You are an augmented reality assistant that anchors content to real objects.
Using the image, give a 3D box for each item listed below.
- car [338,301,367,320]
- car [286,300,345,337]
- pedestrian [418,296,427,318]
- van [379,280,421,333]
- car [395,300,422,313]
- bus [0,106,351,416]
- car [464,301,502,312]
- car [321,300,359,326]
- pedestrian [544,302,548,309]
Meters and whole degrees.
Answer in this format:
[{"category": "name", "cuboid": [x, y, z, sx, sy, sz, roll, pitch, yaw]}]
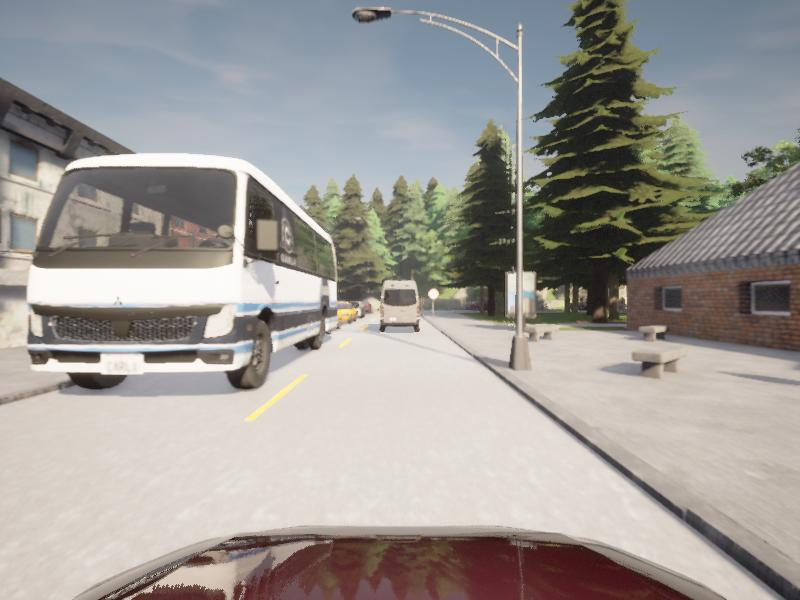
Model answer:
[{"category": "car", "cuboid": [-4.014, 0.844, 34.367, 1.970, 1.475, 3.806, 0, 0, 0]}, {"category": "car", "cuboid": [-4.007, 0.796, 19.924, 1.801, 1.575, 5.366, 0, 0, 0]}, {"category": "pedestrian", "cuboid": [1.849, 0.569, 33.229, 0.751, 1.860, 0.751, 0, 0, 6]}, {"category": "van", "cuboid": [-0.003, 0.316, 22.030, 1.988, 2.561, 5.915, 0, 0, 0]}, {"category": "car", "cuboid": [1.161, 0.811, 49.821, 1.882, 1.535, 5.008, 0, 0, 20]}, {"category": "bus", "cuboid": [-3.882, -0.536, 10.625, 3.944, 4.253, 10.273, 0, 0, 0]}, {"category": "car", "cuboid": [11.231, 0.854, 54.174, 4.674, 1.442, 1.812, 0, 0, -3]}, {"category": "car", "cuboid": [-4.010, 0.794, 27.470, 1.801, 1.575, 5.366, 0, 0, 0]}, {"category": "pedestrian", "cuboid": [22.778, 0.896, 62.383, 0.500, 1.100, 0.500, 0, 0, -21]}]
